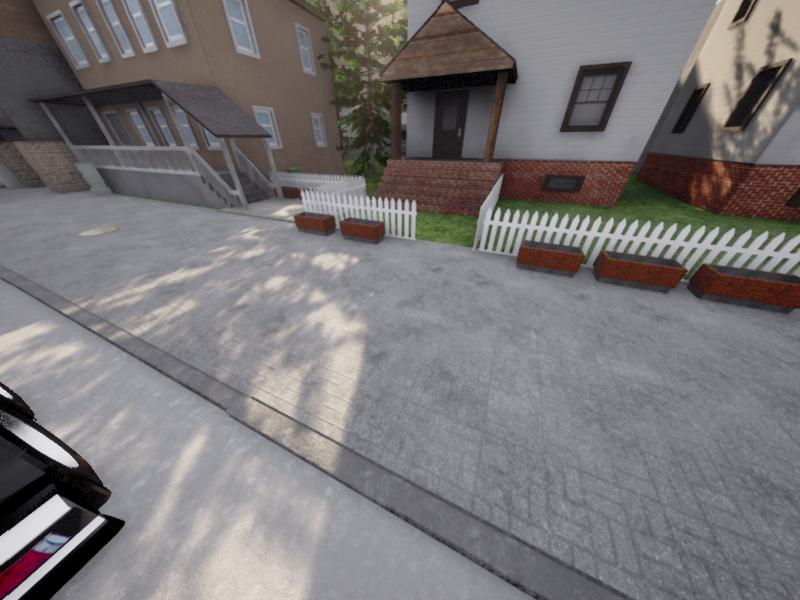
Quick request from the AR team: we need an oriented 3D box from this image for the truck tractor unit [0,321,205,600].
[{"bbox_3d":[-5.204,-0.194,0.623,6.516,4.208,3.053,14,37,19],"label":"truck tractor unit"}]
